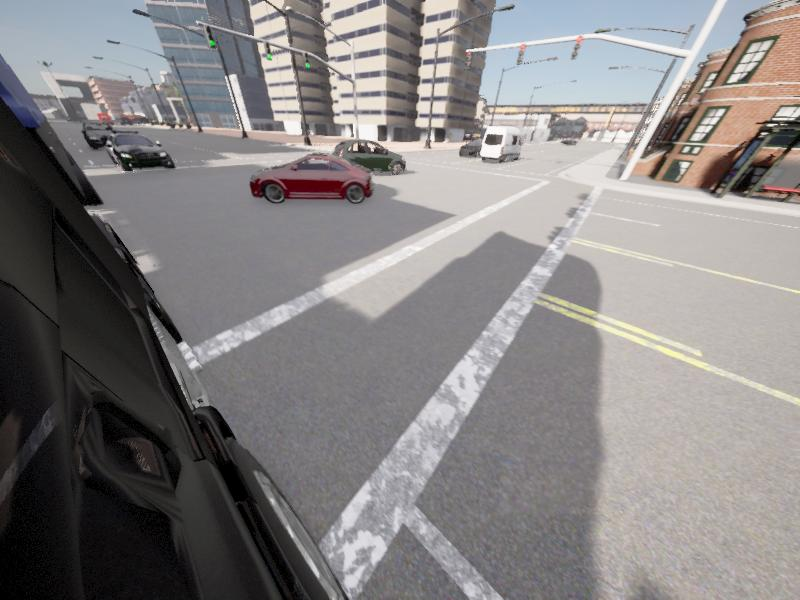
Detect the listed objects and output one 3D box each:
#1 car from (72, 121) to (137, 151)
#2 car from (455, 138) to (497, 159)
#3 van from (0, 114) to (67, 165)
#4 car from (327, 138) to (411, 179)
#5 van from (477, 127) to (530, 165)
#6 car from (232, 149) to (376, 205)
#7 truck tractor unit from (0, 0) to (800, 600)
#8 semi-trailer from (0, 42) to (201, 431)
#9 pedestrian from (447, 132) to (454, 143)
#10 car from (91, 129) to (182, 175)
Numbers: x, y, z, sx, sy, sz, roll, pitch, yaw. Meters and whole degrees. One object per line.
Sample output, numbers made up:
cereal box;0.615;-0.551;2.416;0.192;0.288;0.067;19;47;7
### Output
car;-23.182;-12.873;18.121;4.611;1.667;2.242;28;43;30
car;8.091;-16.020;24.316;1.930;1.638;5.238;28;43;30
van;-20.273;-8.731;12.468;4.442;1.987;1.775;28;44;30
car;-1.662;-7.803;12.697;3.988;1.617;1.851;-15;40;-22
van;9.702;-14.359;21.433;1.988;2.561;5.915;28;44;30
car;-2.990;-4.376;8.209;4.181;1.385;1.994;-2;37;-6
truck tractor unit;-2.645;-0.295;0.351;6.516;4.208;3.053;28;44;30
semi-trailer;-8.702;-3.590;4.240;14.254;4.402;2.717;28;44;30
pedestrian;10.343;-33.147;47.177;0.751;1.860;0.751;-22;43;-29
car;-13.705;-7.788;11.991;4.974;1.542;2.038;28;44;30
